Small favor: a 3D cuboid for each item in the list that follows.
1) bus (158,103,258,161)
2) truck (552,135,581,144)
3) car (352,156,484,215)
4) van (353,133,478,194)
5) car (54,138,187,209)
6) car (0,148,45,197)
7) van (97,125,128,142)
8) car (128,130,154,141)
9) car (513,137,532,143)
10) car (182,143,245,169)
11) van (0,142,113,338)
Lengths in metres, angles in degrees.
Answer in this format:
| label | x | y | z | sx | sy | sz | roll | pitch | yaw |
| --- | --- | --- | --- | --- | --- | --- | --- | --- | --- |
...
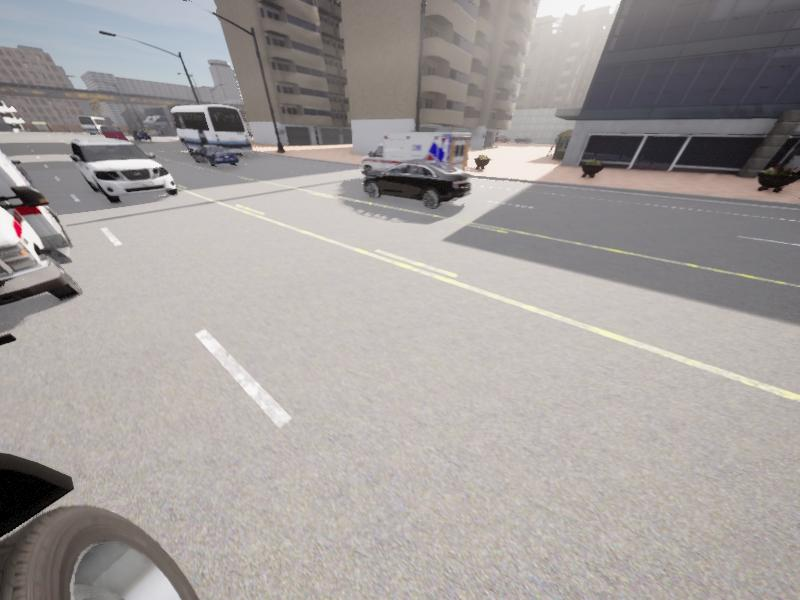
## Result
| label | x | y | z | sx | sy | sz | roll | pitch | yaw |
| --- | --- | --- | --- | --- | --- | --- | --- | --- | --- |
| bus | -20.457 | -17.975 | 24.663 | 10.273 | 4.253 | 3.944 | 25 | 42 | 28 |
| truck | 48.727 | -47.018 | 67.714 | 6.274 | 2.098 | 2.390 | 25 | 42 | 30 |
| car | 0.561 | -4.990 | 9.679 | 4.902 | 1.511 | 2.128 | 23 | 41 | 29 |
| van | 0.593 | -7.864 | 12.952 | 6.366 | 2.431 | 2.351 | 23 | 41 | 29 |
| car | -12.104 | -5.697 | 9.993 | 5.566 | 2.045 | 2.150 | 23 | 41 | 28 |
| car | -18.663 | -5.854 | 10.471 | 4.902 | 1.511 | 2.128 | 24 | 42 | 28 |
| van | -44.534 | -25.755 | 35.796 | 4.442 | 1.987 | 1.775 | 25 | 42 | 28 |
| car | -43.700 | -27.748 | 38.959 | 3.633 | 1.501 | 1.845 | 24 | 42 | 28 |
| car | 37.790 | -49.234 | 71.177 | 4.718 | 1.301 | 1.895 | 25 | 42 | 30 |
| car | -15.566 | -12.071 | 19.262 | 5.357 | 1.411 | 2.033 | 24 | 42 | 28 |
| van | -8.049 | -1.545 | 3.916 | 6.366 | 2.431 | 2.351 | 23 | 41 | 29 |
